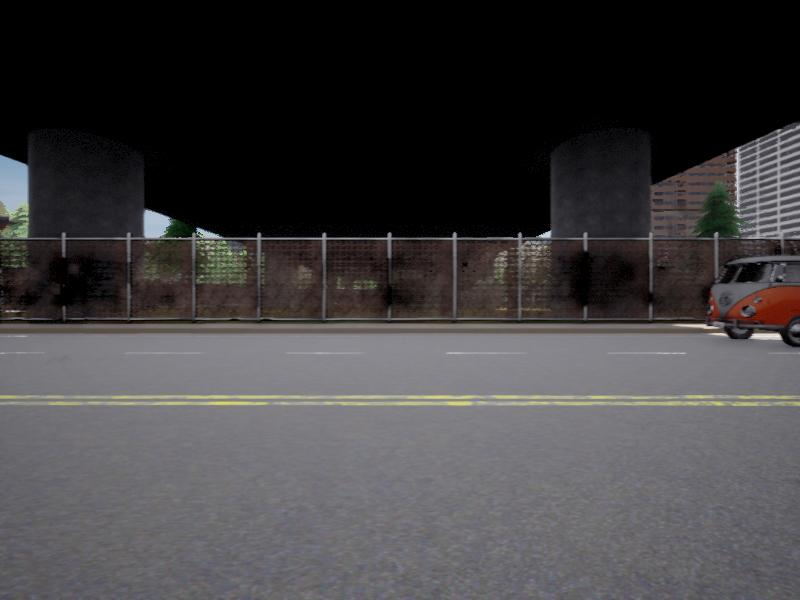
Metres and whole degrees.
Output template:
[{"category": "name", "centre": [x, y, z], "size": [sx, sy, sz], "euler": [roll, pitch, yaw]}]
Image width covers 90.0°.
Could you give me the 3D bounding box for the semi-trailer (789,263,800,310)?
[{"category": "semi-trailer", "centre": [39.106, -1.267, 31.738], "size": [2.717, 4.402, 14.254], "euler": [0, 0, 0]}]

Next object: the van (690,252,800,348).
[{"category": "van", "centre": [9.547, 0.001, 9.202], "size": [4.442, 1.987, 1.775], "euler": [0, 0, 0]}]
